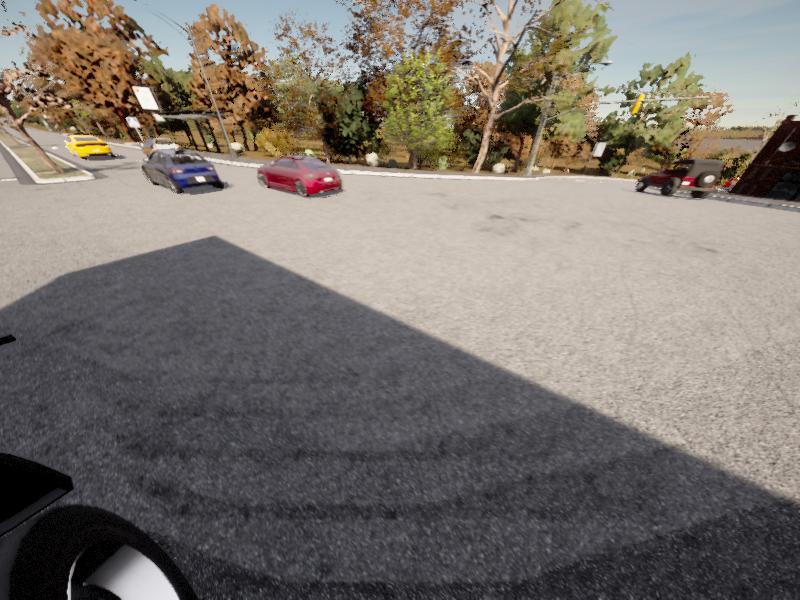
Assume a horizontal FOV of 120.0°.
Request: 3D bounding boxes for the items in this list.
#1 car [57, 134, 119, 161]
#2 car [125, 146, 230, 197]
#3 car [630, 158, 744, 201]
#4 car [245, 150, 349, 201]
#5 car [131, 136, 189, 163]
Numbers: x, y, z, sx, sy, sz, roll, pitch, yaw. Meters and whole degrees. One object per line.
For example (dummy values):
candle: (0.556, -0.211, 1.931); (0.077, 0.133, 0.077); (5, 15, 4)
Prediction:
car: (-25.435, -12.522, 18.822); (5.008, 1.535, 1.882); (23, 42, 27)
car: (-9.808, -5.817, 10.216); (4.193, 1.474, 1.816); (23, 42, 27)
car: (16.549, -7.263, 13.772); (1.905, 1.878, 3.866); (9, 31, 8)
car: (-4.568, -5.683, 10.327); (4.181, 1.385, 1.994); (24, 41, 26)
car: (-18.690, -11.815, 18.033); (3.633, 1.501, 1.845); (23, 42, 27)
